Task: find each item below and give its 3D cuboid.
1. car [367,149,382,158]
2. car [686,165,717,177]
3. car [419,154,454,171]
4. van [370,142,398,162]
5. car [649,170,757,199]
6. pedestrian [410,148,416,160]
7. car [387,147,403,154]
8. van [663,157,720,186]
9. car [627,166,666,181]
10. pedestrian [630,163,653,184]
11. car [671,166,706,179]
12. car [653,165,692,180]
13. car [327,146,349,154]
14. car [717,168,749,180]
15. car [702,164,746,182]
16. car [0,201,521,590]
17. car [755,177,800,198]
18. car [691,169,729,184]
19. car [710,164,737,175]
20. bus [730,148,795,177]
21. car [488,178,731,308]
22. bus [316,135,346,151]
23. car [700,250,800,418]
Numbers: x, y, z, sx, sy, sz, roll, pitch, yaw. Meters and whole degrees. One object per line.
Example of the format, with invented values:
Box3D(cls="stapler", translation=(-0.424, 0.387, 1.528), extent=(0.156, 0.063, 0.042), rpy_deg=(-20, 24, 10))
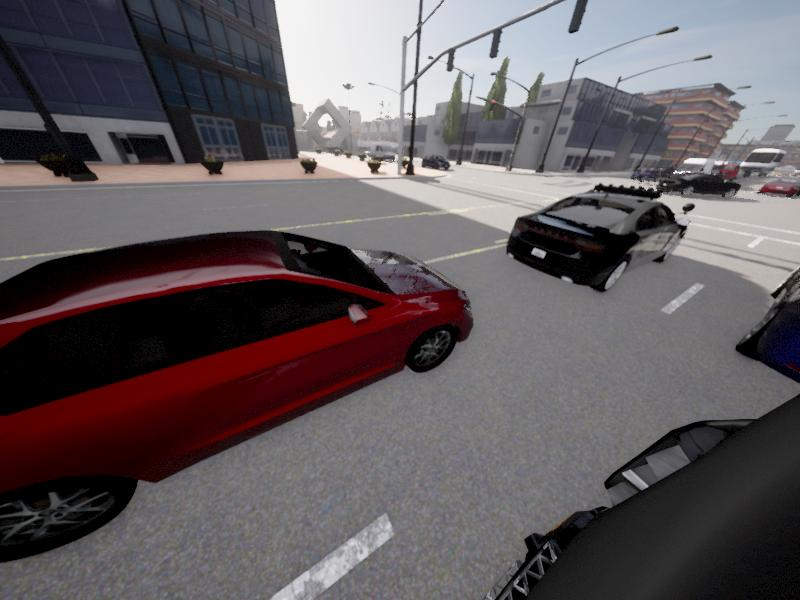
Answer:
Box3D(cls="car", translation=(-5.552, -31.834, 50.124), extent=(2.033, 1.411, 5.357), rpy_deg=(-8, 35, -17))
Box3D(cls="car", translation=(51.044, -21.804, 39.090), extent=(4.892, 1.490, 1.837), rpy_deg=(-17, 39, -26))
Box3D(cls="car", translation=(4.348, -16.759, 28.047), extent=(1.816, 1.474, 4.193), rpy_deg=(-15, 38, -26))
Box3D(cls="van", translation=(-2.757, -24.321, 37.926), extent=(1.988, 2.561, 5.915), rpy_deg=(-16, 38, -26))
Box3D(cls="car", translation=(22.636, -8.770, 17.483), extent=(5.008, 1.535, 1.882), rpy_deg=(3, 33, 0))
Box3D(cls="pedestrian", translation=(2.530, -27.945, 44.198), extent=(0.751, 1.860, 0.751), rpy_deg=(-22, 41, -33))
Box3D(cls="car", translation=(-1.968, -58.504, 90.327), extent=(5.566, 2.045, 2.150), rpy_deg=(-5, 34, -12))
Box3D(cls="van", translation=(33.409, -14.729, 26.473), extent=(5.915, 2.561, 1.988), rpy_deg=(-16, 38, -26))
Box3D(cls="car", translation=(30.830, -15.795, 28.844), extent=(4.193, 1.474, 1.816), rpy_deg=(-16, 38, -26))
Box3D(cls="pedestrian", translation=(24.720, -12.968, 23.693), extent=(0.751, 1.860, 0.751), rpy_deg=(14, 35, 15))
Box3D(cls="car", translation=(45.105, -20.005, 36.098), extent=(5.008, 1.535, 1.882), rpy_deg=(-17, 38, -26))
Box3D(cls="car", translation=(38.713, -18.128, 32.827), extent=(5.238, 1.638, 1.930), rpy_deg=(-16, 38, -26))
Box3D(cls="car", translation=(-15.353, -37.249, 57.375), extent=(4.892, 1.490, 1.837), rpy_deg=(-13, 37, -23))
Box3D(cls="car", translation=(53.061, -20.125, 36.752), extent=(4.674, 1.442, 1.812), rpy_deg=(-17, 38, -25))
Box3D(cls="car", translation=(47.144, -18.557, 33.606), extent=(5.566, 2.045, 2.150), rpy_deg=(-17, 38, -26))
Box3D(cls="car", translation=(-1.170, 0.121, 2.285), extent=(4.193, 1.474, 1.816), rpy_deg=(-16, 38, -26))
Box3D(cls="car", translation=(34.989, -10.302, 21.010), extent=(4.181, 1.385, 1.994), rpy_deg=(-14, 37, -25))
Box3D(cls="car", translation=(41.389, -16.538, 30.801), extent=(4.674, 1.442, 1.812), rpy_deg=(-16, 38, -26))
Box3D(cls="car", translation=(63.375, -25.593, 45.246), extent=(5.008, 1.535, 1.882), rpy_deg=(-17, 38, -26))
Box3D(cls="bus", translation=(67.784, -25.670, 43.221), extent=(10.273, 4.253, 3.944), rpy_deg=(-16, 38, -26))
Box3D(cls="car", translation=(4.773, -1.679, 5.252), extent=(5.238, 1.638, 1.930), rpy_deg=(-16, 38, -26))
Box3D(cls="bus", translation=(-25.913, -59.651, 87.930), extent=(10.273, 4.253, 3.944), rpy_deg=(-4, 34, -10))
Box3D(cls="car", translation=(6.362, 0.164, 2.739), extent=(4.792, 1.488, 2.163), rpy_deg=(-16, 38, -26))
